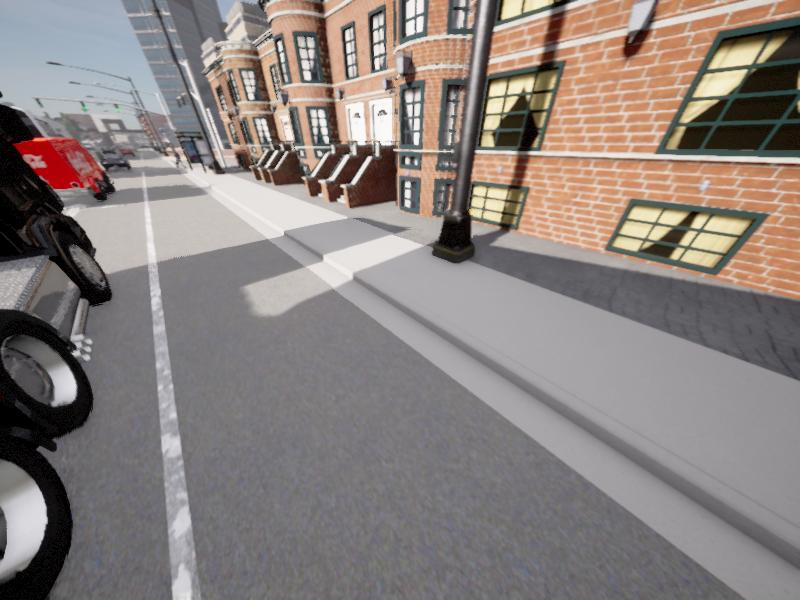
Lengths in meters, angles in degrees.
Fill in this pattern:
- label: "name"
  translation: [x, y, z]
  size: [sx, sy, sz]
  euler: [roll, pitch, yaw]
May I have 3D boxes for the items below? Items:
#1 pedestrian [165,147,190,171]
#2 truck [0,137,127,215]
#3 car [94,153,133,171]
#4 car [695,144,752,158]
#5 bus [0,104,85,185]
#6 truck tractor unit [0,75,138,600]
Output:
- label: "pedestrian"
  translation: [-20.957, -13.293, 21.812]
  size: [0.751, 1.860, 0.751]
  euler: [9, 35, 13]
- label: "truck"
  translation: [-15.678, -5.948, 10.601]
  size: [2.627, 2.467, 5.204]
  euler: [-22, 41, -29]
- label: "car"
  translation: [-29.011, -14.113, 23.545]
  size: [1.895, 1.301, 4.718]
  euler: [-28, 43, -34]
- label: "car"
  translation: [60.432, -28.039, 43.361]
  size: [2.150, 2.045, 5.566]
  euler: [-15, 37, -21]
- label: "bus"
  translation: [-28.655, -11.865, 17.643]
  size: [10.273, 4.253, 3.944]
  euler: [27, 42, 33]
- label: "truck tractor unit"
  translation: [-4.764, -0.551, 1.147]
  size: [3.053, 4.208, 6.516]
  euler: [-28, 43, -35]
